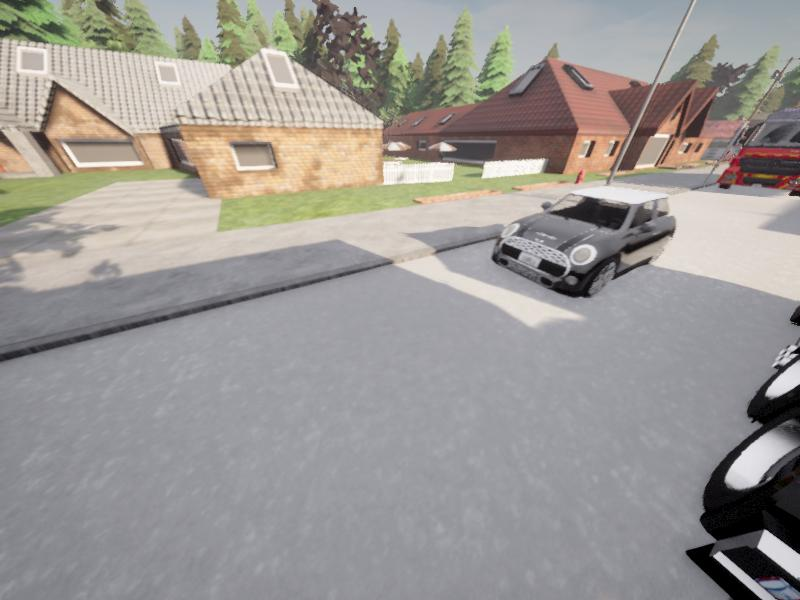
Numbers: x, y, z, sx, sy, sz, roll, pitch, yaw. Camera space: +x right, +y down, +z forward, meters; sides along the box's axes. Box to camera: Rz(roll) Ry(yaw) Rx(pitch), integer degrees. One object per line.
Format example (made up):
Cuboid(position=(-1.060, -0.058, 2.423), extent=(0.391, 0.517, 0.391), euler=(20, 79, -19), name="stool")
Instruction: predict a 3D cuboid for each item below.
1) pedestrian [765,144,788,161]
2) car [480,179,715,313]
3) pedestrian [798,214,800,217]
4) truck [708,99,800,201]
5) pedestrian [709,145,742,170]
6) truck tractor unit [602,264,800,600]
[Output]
Cuboid(position=(49.207, -19.230, 30.193), extent=(0.751, 1.860, 0.751), euler=(-20, 40, -27), name="pedestrian")
Cuboid(position=(3.921, -1.423, 4.788), extent=(3.806, 1.475, 1.970), euler=(-18, 39, -24), name="car")
Cuboid(position=(14.896, -3.344, 7.751), extent=(0.751, 1.300, 0.751), euler=(13, 37, 18), name="pedestrian")
Cuboid(position=(21.496, -8.086, 12.454), extent=(8.468, 3.827, 2.891), euler=(-18, 39, -24), name="truck")
Cuboid(position=(29.098, -12.733, 20.689), extent=(0.751, 1.860, 0.751), euler=(-9, 36, -13), name="pedestrian")
Cuboid(position=(5.111, -0.300, 0.783), extent=(6.516, 4.208, 3.053), euler=(-18, 39, -24), name="truck tractor unit")
